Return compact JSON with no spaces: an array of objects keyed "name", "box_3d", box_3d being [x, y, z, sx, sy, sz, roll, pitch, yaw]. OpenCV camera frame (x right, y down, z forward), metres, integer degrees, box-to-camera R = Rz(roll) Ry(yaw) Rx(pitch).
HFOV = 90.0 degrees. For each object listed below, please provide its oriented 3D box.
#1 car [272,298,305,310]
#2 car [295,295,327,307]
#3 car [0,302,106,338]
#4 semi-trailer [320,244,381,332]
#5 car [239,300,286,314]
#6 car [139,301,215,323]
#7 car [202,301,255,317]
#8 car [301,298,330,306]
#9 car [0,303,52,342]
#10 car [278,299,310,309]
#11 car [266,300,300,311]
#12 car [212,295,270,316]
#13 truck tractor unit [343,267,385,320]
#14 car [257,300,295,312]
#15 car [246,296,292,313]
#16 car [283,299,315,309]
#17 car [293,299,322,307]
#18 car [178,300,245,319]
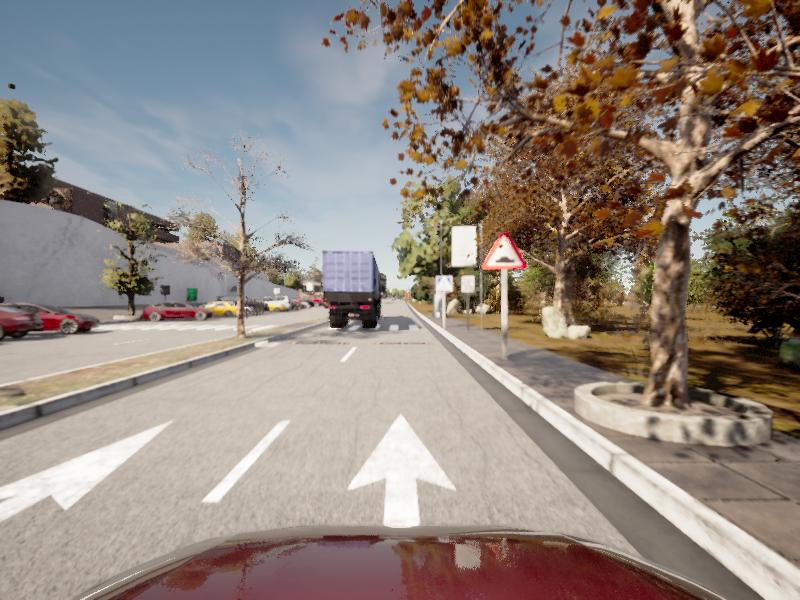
[{"name":"car","box_3d":[-16.859,0.544,60.512,4.553,1.767,2.185,-1,1,-20]},{"name":"car","box_3d":[-16.798,0.190,75.540,5.566,2.045,2.435,-1,1,-20]},{"name":"car","box_3d":[-16.826,0.870,18.497,4.792,1.488,2.163,-1,0,-20]},{"name":"semi-trailer","box_3d":[-2.810,-0.612,27.133,2.717,4.402,14.254,0,0,-2]},{"name":"car","box_3d":[-16.662,0.789,48.573,5.366,1.575,1.946,-1,0,-20]},{"name":"car","box_3d":[-16.819,0.872,30.503,4.792,1.488,2.163,-1,0,-20]},{"name":"car","box_3d":[-16.844,0.876,39.500,4.674,1.452,2.002,-1,0,-20]},{"name":"car","box_3d":[-16.643,0.390,78.595,5.366,1.575,1.946,-1,1,-20]},{"name":"car","box_3d":[-16.849,0.881,15.479,4.674,1.452,2.002,-1,0,-20]},{"name":"car","box_3d":[-16.828,0.667,63.525,4.674,1.452,2.002,-1,1,-20]},{"name":"car","box_3d":[-16.832,0.751,57.525,4.674,1.452,2.002,-1,0,-20]},{"name":"car","box_3d":[-16.815,0.578,42.519,5.566,2.045,2.435,-1,0,-20]},{"name":"truck tractor unit","box_3d":[-2.985,-0.517,35.045,3.053,4.208,6.516,0,0,0]},{"name":"car","box_3d":[-16.856,0.771,54.501,4.792,1.488,2.163,-1,1,-20]},{"name":"car","box_3d":[-16.861,0.520,51.499,5.566,2.045,2.435,-1,1,-20]},{"name":"car","box_3d":[-16.817,0.582,66.524,5.008,1.535,2.097,-1,1,-20]},{"name":"car","box_3d":[-16.794,0.515,72.541,4.792,1.488,2.163,-1,1,-20]},{"name":"car","box_3d":[-17.013,0.841,36.427,5.366,1.575,1.946,-1,0,-20]}]
